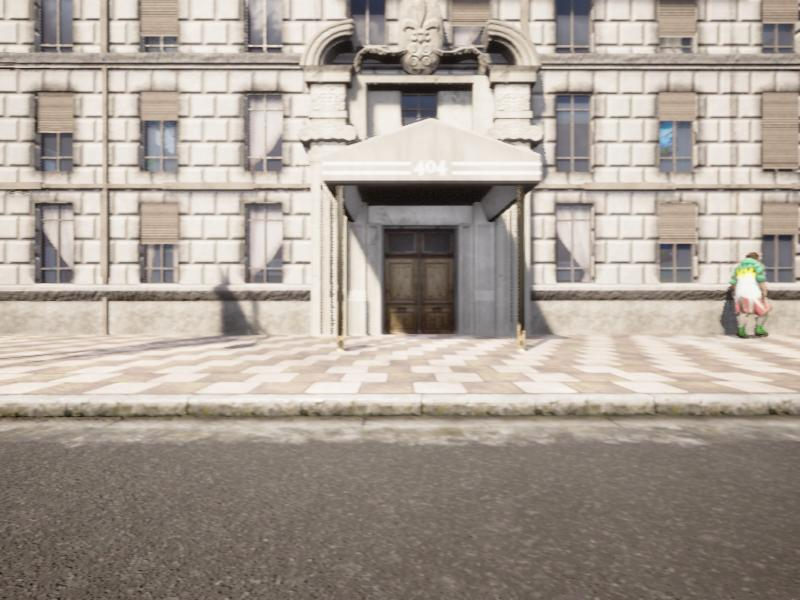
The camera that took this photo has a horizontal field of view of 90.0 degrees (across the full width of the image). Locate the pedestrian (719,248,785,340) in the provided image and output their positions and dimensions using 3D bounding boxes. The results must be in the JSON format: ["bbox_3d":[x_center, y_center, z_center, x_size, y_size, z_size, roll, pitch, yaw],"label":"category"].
[{"bbox_3d":[7.438,-0.124,8.478,0.751,1.860,0.751,0,0,-12],"label":"pedestrian"}]
